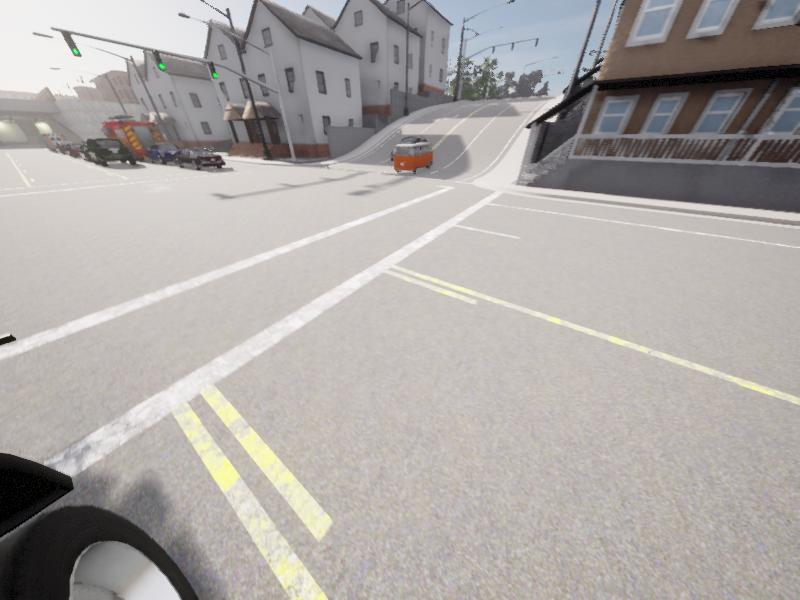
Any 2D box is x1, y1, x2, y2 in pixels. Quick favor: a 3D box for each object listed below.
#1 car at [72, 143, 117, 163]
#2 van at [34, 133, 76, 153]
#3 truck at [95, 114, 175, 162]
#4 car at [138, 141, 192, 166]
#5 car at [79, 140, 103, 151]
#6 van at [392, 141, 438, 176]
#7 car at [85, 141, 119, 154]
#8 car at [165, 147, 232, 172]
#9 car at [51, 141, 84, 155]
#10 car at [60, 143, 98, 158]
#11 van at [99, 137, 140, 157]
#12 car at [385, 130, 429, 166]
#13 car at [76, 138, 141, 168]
[{"bbox_3d":[-32.255,-15.560,24.362,4.892,1.490,1.837,22,41,28],"label":"car"},{"bbox_3d":[-56.280,-25.681,37.705,6.366,2.431,2.351,21,40,26],"label":"van"},{"bbox_3d":[-29.133,-17.707,25.413,8.468,3.827,2.891,22,41,28],"label":"truck"},{"bbox_3d":[-22.636,-14.220,22.293,4.553,1.767,2.097,22,41,28],"label":"car"},{"bbox_3d":[-54.603,-27.330,40.801,3.988,1.617,1.851,26,43,31],"label":"car"},{"bbox_3d":[1.298,-11.631,18.818,1.775,1.987,4.442,19,41,24],"label":"van"},{"bbox_3d":[-45.931,-23.610,35.629,4.902,1.511,2.128,22,41,28],"label":"car"},{"bbox_3d":[-16.619,-11.617,19.012,5.357,1.411,2.033,20,40,26],"label":"car"},{"bbox_3d":[-47.894,-21.943,33.263,4.892,1.490,1.837,22,41,28],"label":"car"},{"bbox_3d":[-40.079,-18.698,28.844,4.181,1.385,1.994,23,41,28],"label":"car"},{"bbox_3d":[-36.630,-20.030,30.187,4.480,2.038,2.069,23,41,27],"label":"van"},{"bbox_3d":[0.835,-15.353,23.229,1.882,1.535,5.008,21,56,27],"label":"car"},{"bbox_3d":[-26.179,-13.307,20.746,5.566,2.045,2.150,22,41,28],"label":"car"}]
